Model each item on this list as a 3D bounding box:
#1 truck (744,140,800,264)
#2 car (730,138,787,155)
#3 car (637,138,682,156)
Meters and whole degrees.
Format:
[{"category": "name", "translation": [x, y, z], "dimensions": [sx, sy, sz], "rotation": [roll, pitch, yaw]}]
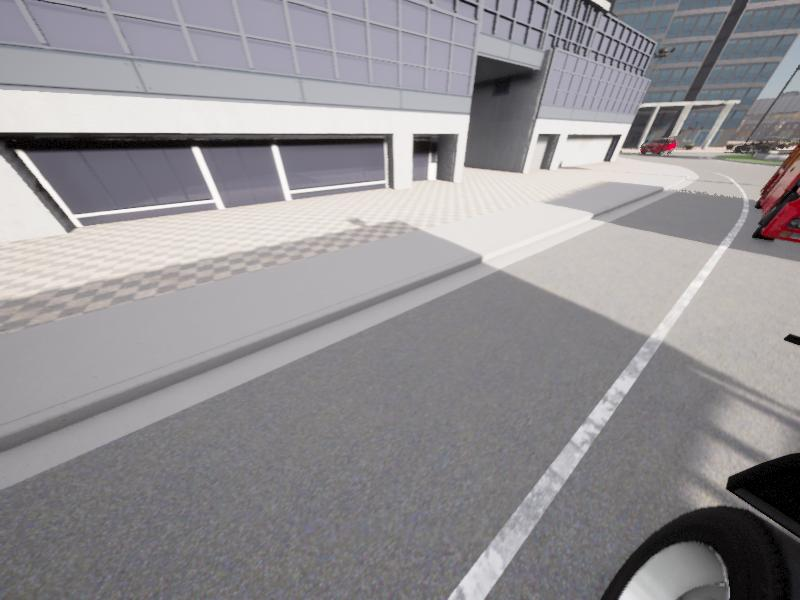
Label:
[{"category": "truck", "translation": [12.346, -3.569, 5.574], "dimensions": [8.468, 3.827, 2.891], "rotation": [-25, 41, -30]}, {"category": "car", "translation": [52.101, -22.380, 33.681], "dimensions": [3.866, 1.878, 1.905], "rotation": [4, 35, 6]}, {"category": "car", "translation": [38.205, -22.566, 34.048], "dimensions": [5.566, 2.045, 2.150], "rotation": [-17, 38, -22]}]
